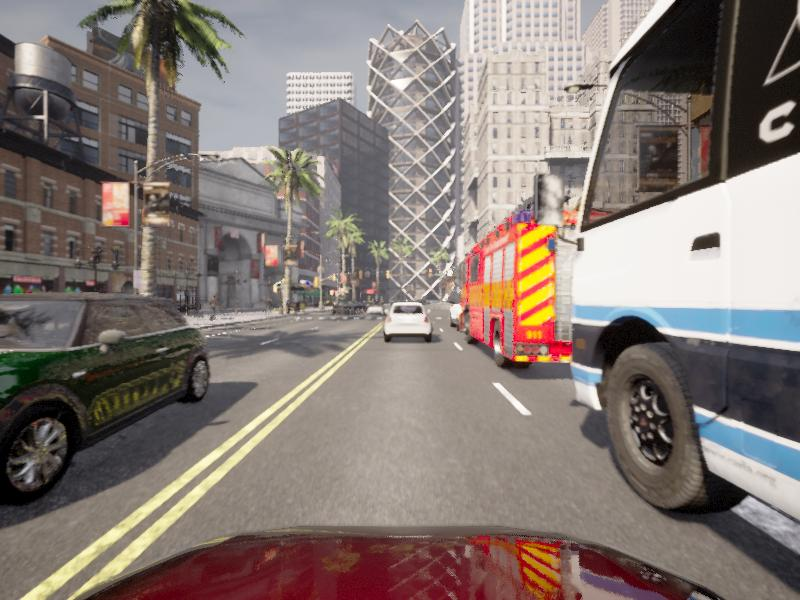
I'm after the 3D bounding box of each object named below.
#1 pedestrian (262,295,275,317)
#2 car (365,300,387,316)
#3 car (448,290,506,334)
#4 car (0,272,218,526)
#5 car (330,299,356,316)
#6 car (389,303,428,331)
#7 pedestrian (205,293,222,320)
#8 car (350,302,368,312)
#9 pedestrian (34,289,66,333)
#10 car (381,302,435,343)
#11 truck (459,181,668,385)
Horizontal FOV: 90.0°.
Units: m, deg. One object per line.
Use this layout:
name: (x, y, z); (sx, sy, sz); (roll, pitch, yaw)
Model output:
pedestrian: (-11.141, 0.471, 33.846); (0.751, 1.860, 0.751); (0, 0, 13)
car: (-2.482, 0.815, 43.010); (2.007, 1.525, 4.514); (0, 0, 2)
car: (3.945, 0.565, 21.534); (2.150, 2.045, 5.566); (0, 0, 2)
car: (-3.975, 0.692, 4.486); (2.097, 1.767, 4.553); (0, 0, -4)
car: (-5.989, 0.757, 42.827); (1.930, 1.638, 5.238); (0, 0, 2)
car: (0.473, 0.901, 22.503); (1.994, 1.385, 4.181); (0, 0, 2)
pedestrian: (-13.322, 0.472, 28.584); (0.751, 1.860, 0.751); (0, 0, 20)
car: (-5.638, 0.926, 55.959); (1.895, 1.301, 4.718); (0, 0, 2)
pedestrian: (-15.184, 0.474, 17.358); (0.751, 1.860, 0.751); (0, 0, 7)
car: (0.323, 0.849, 16.519); (1.970, 1.475, 3.806); (0, 0, 1)
truck: (3.697, -0.323, 11.799); (2.891, 3.827, 8.468); (0, 0, 1)
